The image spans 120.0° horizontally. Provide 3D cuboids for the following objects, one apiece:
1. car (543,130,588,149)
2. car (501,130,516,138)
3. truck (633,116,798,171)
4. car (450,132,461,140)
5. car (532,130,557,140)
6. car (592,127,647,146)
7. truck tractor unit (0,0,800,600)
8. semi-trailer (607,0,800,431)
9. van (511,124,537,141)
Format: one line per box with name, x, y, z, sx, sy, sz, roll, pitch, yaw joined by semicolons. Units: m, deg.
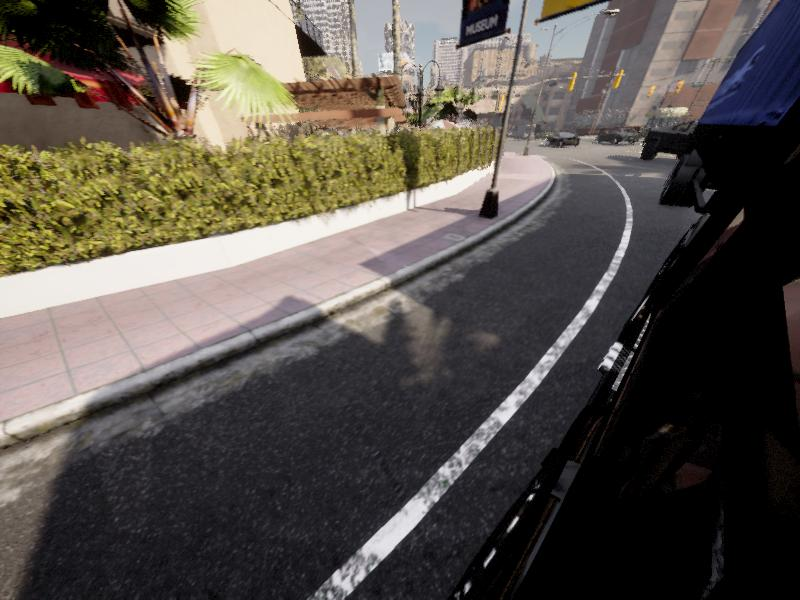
car;19.600;-19.347;27.732;1.930;1.638;5.238;0;36;4
car;28.618;-43.907;61.025;2.033;1.649;4.856;0;36;4
truck;17.183;-9.158;13.445;2.390;2.098;6.274;8;37;14
car;15.189;-45.032;63.306;2.185;1.767;4.553;0;36;3
car;27.607;-31.648;44.284;2.007;1.525;4.514;0;36;4
car;26.578;-20.069;28.302;2.152;1.651;5.027;0;36;3
truck tractor unit;2.645;-0.295;0.351;6.516;4.208;3.053;-28;44;-30
semi-trailer;8.267;-3.824;4.669;2.717;4.402;14.254;28;46;35
van;24.167;-32.850;45.297;1.988;2.561;5.915;0;36;4
